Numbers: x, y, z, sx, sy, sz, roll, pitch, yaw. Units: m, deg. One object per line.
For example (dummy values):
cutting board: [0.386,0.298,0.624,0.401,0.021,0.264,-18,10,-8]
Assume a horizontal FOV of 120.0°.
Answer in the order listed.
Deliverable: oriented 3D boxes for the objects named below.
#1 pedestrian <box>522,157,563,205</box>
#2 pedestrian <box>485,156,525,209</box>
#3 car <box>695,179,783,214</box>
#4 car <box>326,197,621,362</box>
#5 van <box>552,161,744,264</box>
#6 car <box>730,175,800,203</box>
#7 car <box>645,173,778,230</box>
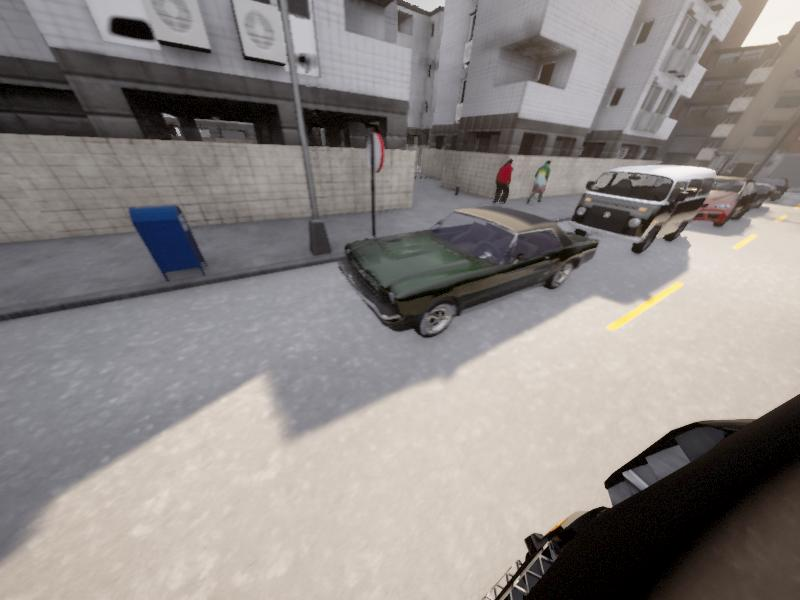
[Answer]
pedestrian: [6.513,-5.448,10.641,0.751,1.860,0.751,-15,38,-25]
pedestrian: [4.359,-4.907,9.665,0.751,1.860,0.751,-17,39,-27]
car: [19.413,-6.011,13.229,4.718,1.301,1.895,-16,38,-26]
car: [1.400,-0.844,4.119,4.718,1.301,1.895,-16,38,-26]
van: [7.195,-2.806,6.828,4.480,2.038,2.069,-16,38,-26]
car: [27.532,-8.427,17.377,5.357,1.411,2.033,-17,39,-27]
car: [13.702,-4.509,10.207,4.611,1.667,2.242,-16,38,-26]
